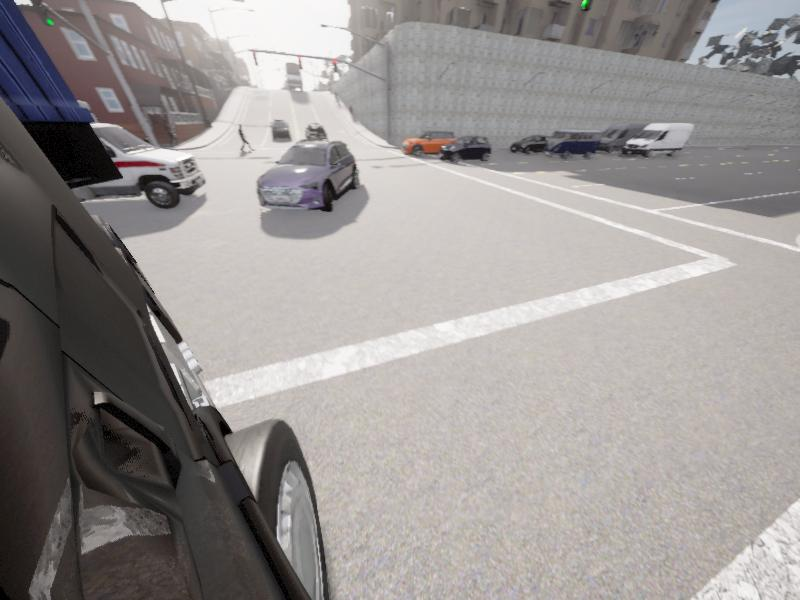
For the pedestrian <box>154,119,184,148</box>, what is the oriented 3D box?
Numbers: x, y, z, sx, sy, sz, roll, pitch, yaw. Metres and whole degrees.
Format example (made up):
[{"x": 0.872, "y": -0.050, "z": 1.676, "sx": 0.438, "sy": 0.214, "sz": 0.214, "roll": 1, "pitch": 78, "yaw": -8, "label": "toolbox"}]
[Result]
[{"x": -18.527, "y": -13.423, "z": 18.605, "sx": 0.751, "sy": 1.860, "sz": 0.751, "roll": -6, "pitch": 38, "yaw": -10, "label": "pedestrian"}]

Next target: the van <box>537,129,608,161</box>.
[{"x": 14.068, "y": -12.778, "z": 18.974, "sx": 4.442, "sy": 1.987, "sz": 1.775, "roll": -12, "pitch": 39, "yaw": -16, "label": "van"}]

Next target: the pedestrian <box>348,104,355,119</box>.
[{"x": -7.973, "y": -30.821, "z": 37.779, "sx": 0.751, "sy": 1.860, "sz": 0.751, "roll": -11, "pitch": 39, "yaw": -15, "label": "pedestrian"}]

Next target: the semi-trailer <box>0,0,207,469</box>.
[{"x": -10.123, "y": -1.116, "z": 1.014, "sx": 14.254, "sy": 4.402, "sz": 2.717, "roll": 0, "pitch": 37, "yaw": -2, "label": "semi-trailer"}]

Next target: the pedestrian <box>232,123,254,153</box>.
[{"x": -12.114, "y": -12.527, "z": 17.893, "sx": 0.751, "sy": 1.860, "sz": 0.751, "roll": -13, "pitch": 40, "yaw": -18, "label": "pedestrian"}]

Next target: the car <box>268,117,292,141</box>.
[{"x": -13.820, "y": -19.864, "z": 26.735, "sx": 1.930, "sy": 1.638, "sz": 5.238, "roll": -12, "pitch": 45, "yaw": -16, "label": "car"}]

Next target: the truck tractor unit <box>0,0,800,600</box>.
[{"x": -2.645, "y": -0.295, "z": 0.351, "sx": 6.516, "sy": 4.208, "sz": 3.053, "roll": 28, "pitch": 44, "yaw": 30, "label": "truck tractor unit"}]

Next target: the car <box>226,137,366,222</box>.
[{"x": -2.765, "y": -4.286, "z": 7.682, "sx": 2.033, "sy": 1.649, "sz": 4.856, "roll": 5, "pitch": 38, "yaw": 5, "label": "car"}]

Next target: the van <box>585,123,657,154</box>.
[{"x": 23.287, "y": -17.124, "z": 24.469, "sx": 5.915, "sy": 2.561, "sz": 1.988, "roll": -12, "pitch": 39, "yaw": -16, "label": "van"}]

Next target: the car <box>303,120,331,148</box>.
[{"x": -8.666, "y": -17.252, "z": 23.930, "sx": 1.932, "sy": 1.855, "sz": 4.605, "roll": -13, "pitch": 43, "yaw": -17, "label": "car"}]

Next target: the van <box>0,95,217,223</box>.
[{"x": -9.337, "y": -3.695, "z": 6.051, "sx": 6.366, "sy": 2.431, "sz": 2.351, "roll": -11, "pitch": 39, "yaw": -16, "label": "van"}]

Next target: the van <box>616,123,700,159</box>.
[{"x": 24.197, "y": -15.046, "z": 21.788, "sx": 5.915, "sy": 2.561, "sz": 1.988, "roll": -12, "pitch": 40, "yaw": -16, "label": "van"}]

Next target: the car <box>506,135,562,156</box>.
[{"x": 12.493, "y": -14.519, "z": 21.614, "sx": 4.193, "sy": 1.474, "sz": 1.816, "roll": -11, "pitch": 39, "yaw": -16, "label": "car"}]

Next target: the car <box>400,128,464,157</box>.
[{"x": 2.480, "y": -12.772, "z": 18.763, "sx": 4.553, "sy": 1.767, "sz": 2.097, "roll": -9, "pitch": 39, "yaw": -13, "label": "car"}]

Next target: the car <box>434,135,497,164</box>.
[{"x": 4.528, "y": -10.557, "z": 16.159, "sx": 3.633, "sy": 1.501, "sz": 1.845, "roll": -14, "pitch": 40, "yaw": -19, "label": "car"}]
